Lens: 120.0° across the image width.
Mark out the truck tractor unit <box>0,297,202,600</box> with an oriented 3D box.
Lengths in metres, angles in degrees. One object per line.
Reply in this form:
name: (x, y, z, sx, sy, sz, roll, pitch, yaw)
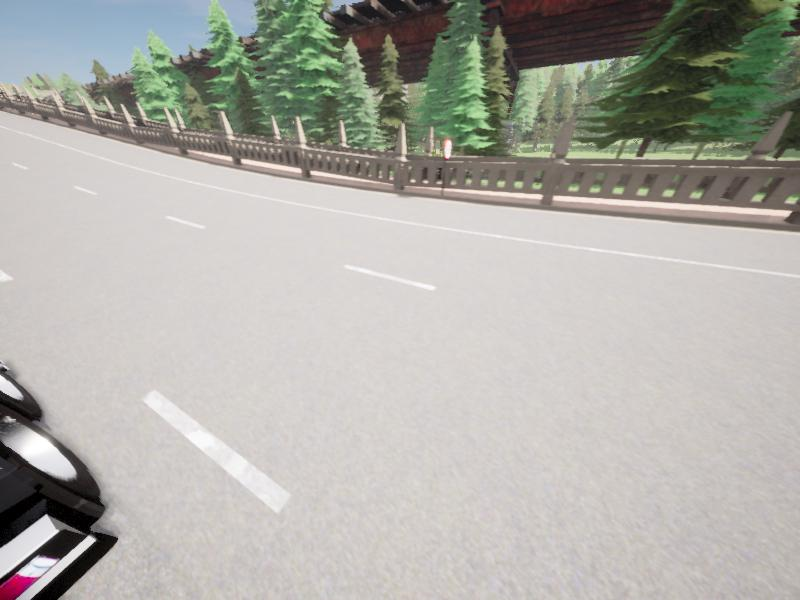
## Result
truck tractor unit: (-5.146, -0.266, 0.685, 6.516, 4.208, 3.053, 17, 38, 21)
